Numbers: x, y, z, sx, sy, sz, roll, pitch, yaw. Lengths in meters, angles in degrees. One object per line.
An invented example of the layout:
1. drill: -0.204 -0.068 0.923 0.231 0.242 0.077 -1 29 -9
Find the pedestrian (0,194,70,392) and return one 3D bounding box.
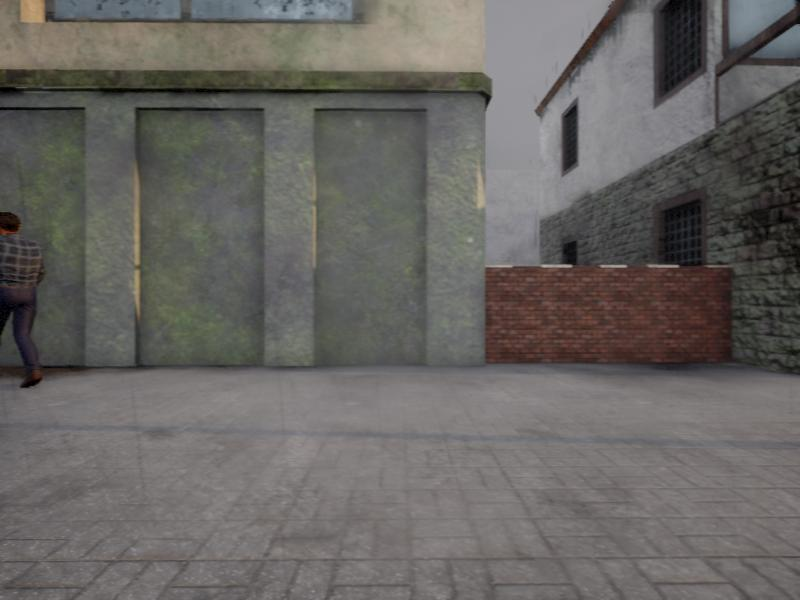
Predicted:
1. pedestrian: -4.014 -0.065 4.078 0.751 1.860 0.751 0 0 24
